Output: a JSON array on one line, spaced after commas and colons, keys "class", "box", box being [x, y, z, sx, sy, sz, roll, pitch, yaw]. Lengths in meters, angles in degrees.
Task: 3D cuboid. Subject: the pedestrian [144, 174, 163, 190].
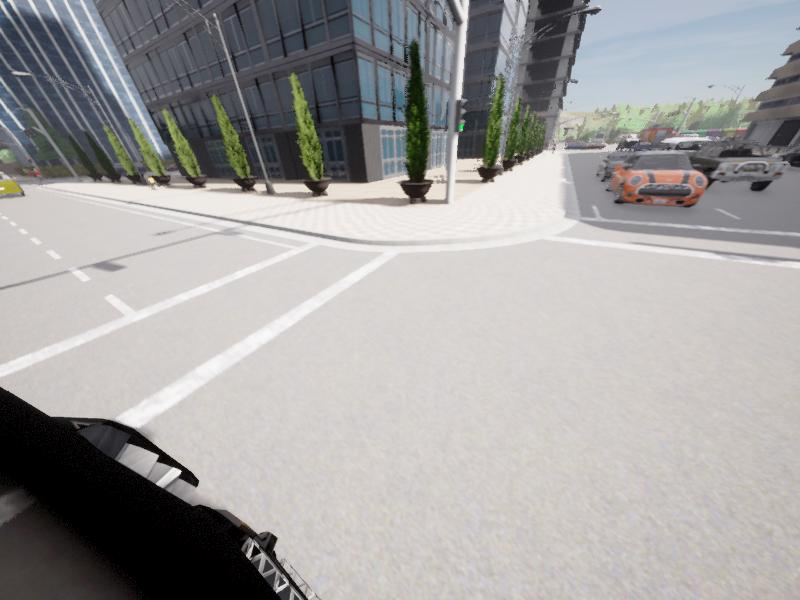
[{"class": "pedestrian", "box": [-20.042, -9.556, 18.765, 0.500, 1.100, 0.500, 15, 37, 25]}]

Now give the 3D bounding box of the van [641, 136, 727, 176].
[{"class": "van", "box": [18.839, -9.826, 15.720, 2.069, 2.038, 4.480, 16, 38, 26]}]

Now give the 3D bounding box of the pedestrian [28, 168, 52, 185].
[{"class": "pedestrian", "box": [-44.181, -15.159, 28.352, 0.751, 1.860, 0.751, 19, 39, 30]}]

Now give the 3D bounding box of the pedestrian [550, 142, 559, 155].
[{"class": "pedestrian", "box": [26.889, -26.395, 40.200, 0.751, 1.860, 0.751, 20, 39, 30]}]

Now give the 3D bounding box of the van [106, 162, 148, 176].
[{"class": "van", "box": [-51.557, -24.826, 43.810, 1.775, 1.987, 4.442, 16, 37, 26]}]

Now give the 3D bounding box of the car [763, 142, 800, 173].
[{"class": "car", "box": [25.748, -8.691, 14.001, 2.163, 1.488, 4.792, 16, 38, 26]}]

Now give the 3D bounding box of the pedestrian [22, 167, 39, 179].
[{"class": "pedestrian", "box": [-68.689, -23.568, 42.930, 0.751, 1.860, 0.751, 15, 37, 25]}]

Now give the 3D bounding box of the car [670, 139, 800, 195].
[{"class": "car", "box": [15.412, -6.429, 10.944, 1.932, 1.855, 4.605, 16, 38, 26]}]

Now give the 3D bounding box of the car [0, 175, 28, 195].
[{"class": "car", "box": [-40.183, -11.583, 23.245, 4.514, 1.525, 2.007, 16, 38, 26]}]

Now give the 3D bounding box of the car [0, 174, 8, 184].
[{"class": "car", "box": [-67.903, -19.885, 37.789, 5.238, 1.638, 1.930, 7, 35, 15]}]

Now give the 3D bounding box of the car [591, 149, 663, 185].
[{"class": "car", "box": [13.536, -8.247, 14.183, 2.128, 1.511, 4.902, 16, 38, 26]}]

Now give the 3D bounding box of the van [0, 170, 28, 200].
[{"class": "van", "box": [-34.992, -10.091, 20.179, 4.442, 1.987, 1.775, 19, 39, 29]}]

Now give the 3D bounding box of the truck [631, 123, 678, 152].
[{"class": "truck", "box": [46.237, -29.715, 42.384, 2.891, 3.827, 8.468, 15, 37, 25]}]

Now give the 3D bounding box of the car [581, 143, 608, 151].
[{"class": "car", "box": [46.383, -36.548, 55.168, 4.718, 1.301, 1.895, 16, 38, 26]}]

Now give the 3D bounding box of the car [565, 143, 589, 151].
[{"class": "car", "box": [45.197, -39.155, 59.096, 4.674, 1.442, 1.812, 16, 38, 26]}]

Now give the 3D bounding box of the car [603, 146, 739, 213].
[{"class": "car", "box": [10.005, -4.959, 9.177, 2.097, 1.767, 4.553, 16, 38, 27]}]

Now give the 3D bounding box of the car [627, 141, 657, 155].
[{"class": "car", "box": [36.791, -23.244, 35.301, 1.882, 1.535, 5.008, 16, 38, 26]}]

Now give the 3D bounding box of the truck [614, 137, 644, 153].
[{"class": "truck", "box": [41.850, -28.449, 42.348, 2.390, 2.098, 6.274, 16, 38, 26]}]
